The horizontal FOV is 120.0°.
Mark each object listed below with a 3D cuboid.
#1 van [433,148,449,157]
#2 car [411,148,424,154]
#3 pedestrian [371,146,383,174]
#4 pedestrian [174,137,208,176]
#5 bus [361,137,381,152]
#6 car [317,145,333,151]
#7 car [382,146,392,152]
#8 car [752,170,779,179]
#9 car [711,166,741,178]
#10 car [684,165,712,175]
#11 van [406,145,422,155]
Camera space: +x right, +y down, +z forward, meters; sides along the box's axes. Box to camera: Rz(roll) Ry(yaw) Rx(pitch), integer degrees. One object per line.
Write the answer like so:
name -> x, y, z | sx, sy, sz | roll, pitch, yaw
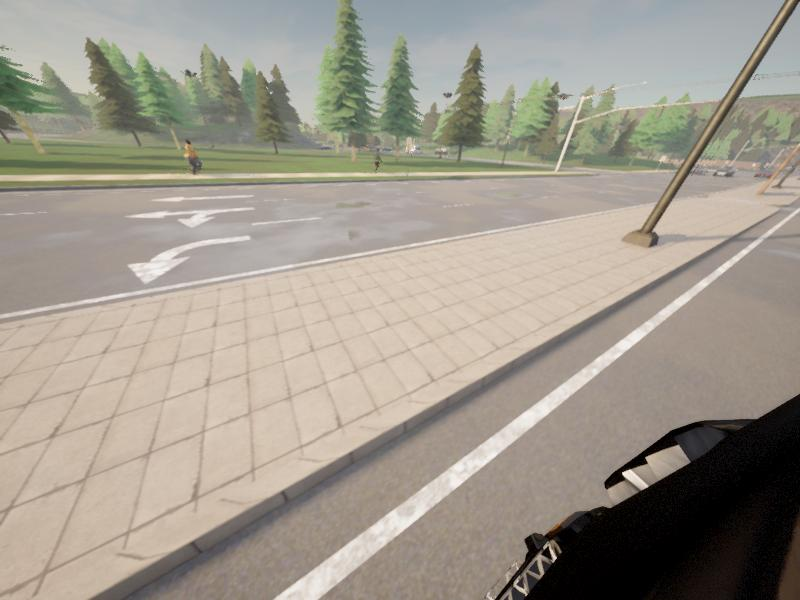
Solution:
van -> 12.079, -43.603, 68.333 | 2.069, 2.038, 4.480 | -16, 38, -26
car -> 6.134, -53.362, 82.842 | 1.930, 1.638, 5.238 | -16, 38, -26
pedestrian -> -1.833, -11.152, 18.497 | 0.751, 1.860, 0.751 | -15, 38, -25
pedestrian -> -12.002, -8.240, 13.342 | 0.751, 1.860, 0.751 | -15, 38, -25
bus -> -11.287, -60.211, 89.377 | 3.944, 4.253, 10.273 | -16, 38, -26
car -> -22.522, -46.020, 69.912 | 1.895, 1.301, 4.718 | 16, 36, 19
car -> -5.438, -61.136, 93.580 | 1.930, 1.638, 5.238 | -16, 38, -26
car -> 70.242, -24.203, 44.430 | 4.181, 1.385, 1.994 | -16, 38, -26
car -> 59.707, -23.514, 42.343 | 4.856, 1.649, 2.033 | -17, 38, -27
car -> 57.481, -25.063, 44.575 | 4.974, 1.542, 2.038 | -16, 38, -26
van -> 4.259, -47.827, 73.559 | 1.988, 2.561, 5.915 | -16, 38, -26
